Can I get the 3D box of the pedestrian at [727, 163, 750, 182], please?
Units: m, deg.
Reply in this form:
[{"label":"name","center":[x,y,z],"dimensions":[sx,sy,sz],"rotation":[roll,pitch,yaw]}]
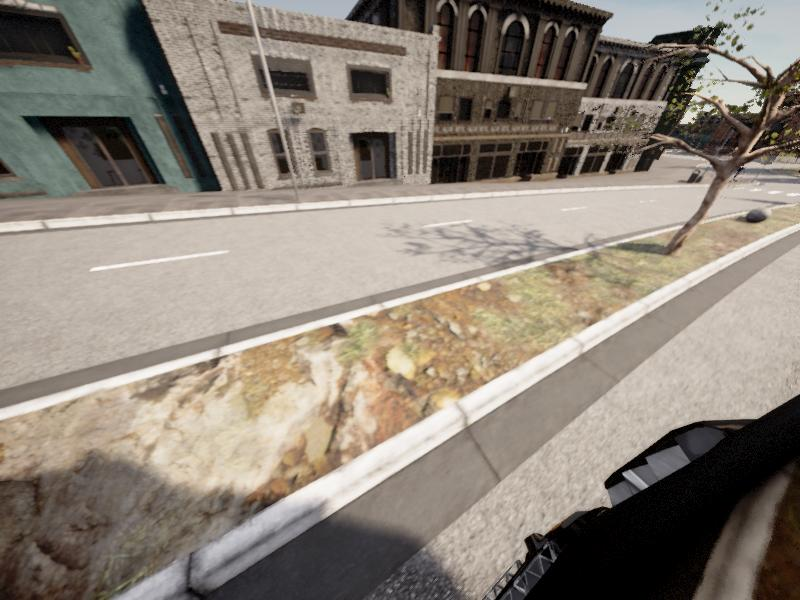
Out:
[{"label":"pedestrian","center":[40.572,-15.278,27.716],"dimensions":[0.751,1.860,0.751],"rotation":[-27,43,-31]}]
